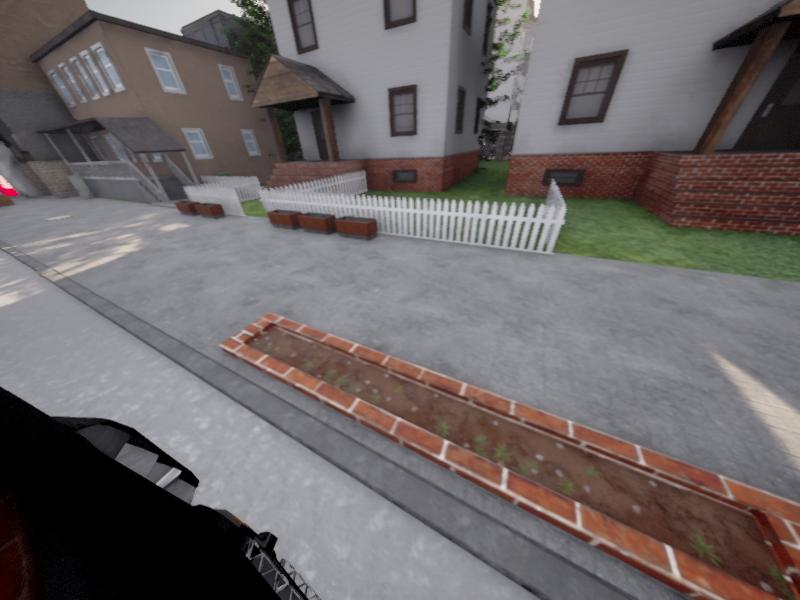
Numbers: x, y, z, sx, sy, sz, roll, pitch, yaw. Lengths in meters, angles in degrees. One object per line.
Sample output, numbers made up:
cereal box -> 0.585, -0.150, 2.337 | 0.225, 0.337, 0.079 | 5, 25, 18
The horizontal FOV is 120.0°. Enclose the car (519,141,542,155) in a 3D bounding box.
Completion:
car -> 19.037, -22.179, 33.704 | 1.845, 1.501, 3.633 | 21, 41, 31

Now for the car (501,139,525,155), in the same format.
car -> 17.067, -23.060, 34.858 | 1.905, 1.878, 3.866 | 21, 41, 31

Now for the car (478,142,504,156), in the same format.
car -> 14.202, -23.537, 35.977 | 2.242, 1.667, 4.611 | 21, 41, 31

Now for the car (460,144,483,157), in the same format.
car -> 11.510, -24.058, 37.080 | 1.816, 1.474, 4.193 | 21, 41, 31
